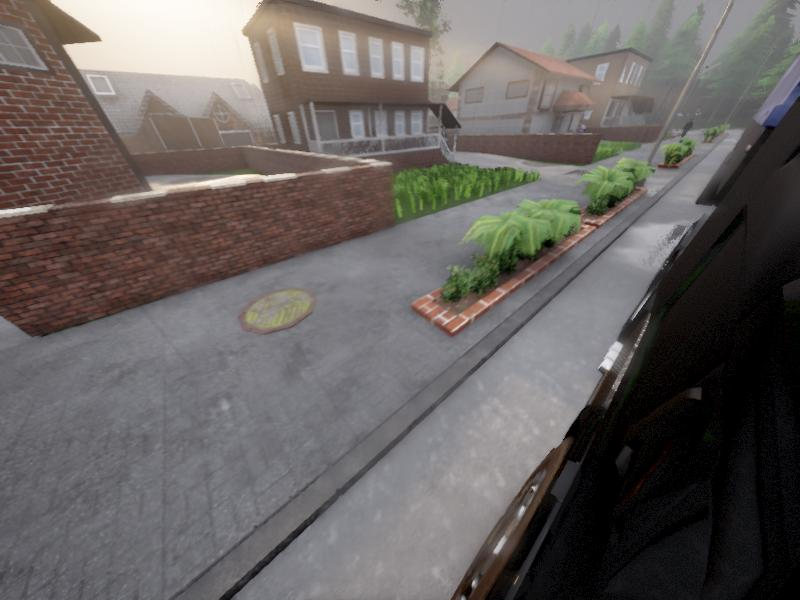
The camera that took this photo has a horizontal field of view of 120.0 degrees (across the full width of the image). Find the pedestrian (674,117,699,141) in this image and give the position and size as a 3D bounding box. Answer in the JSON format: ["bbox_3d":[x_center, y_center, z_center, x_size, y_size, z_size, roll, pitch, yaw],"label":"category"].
[{"bbox_3d":[28.514,-17.000,23.012,0.751,1.860,0.751,25,45,31],"label":"pedestrian"}]

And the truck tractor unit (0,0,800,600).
[{"bbox_3d":[2.645,-0.295,0.351,6.516,4.208,3.053,-28,44,-30],"label":"truck tractor unit"}]

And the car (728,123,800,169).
[{"bbox_3d":[19.720,-8.299,12.268,5.238,1.638,1.930,-28,44,-30],"label":"car"}]

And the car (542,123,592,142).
[{"bbox_3d":[17.717,-17.880,24.675,1.845,1.501,3.633,-28,44,-30],"label":"car"}]

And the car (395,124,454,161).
[{"bbox_3d":[1.770,-11.317,16.506,3.866,1.878,1.905,-28,44,-30],"label":"car"}]

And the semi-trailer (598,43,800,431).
[{"bbox_3d":[8.697,-3.589,4.254,14.254,4.402,2.717,-28,44,-30],"label":"semi-trailer"}]
